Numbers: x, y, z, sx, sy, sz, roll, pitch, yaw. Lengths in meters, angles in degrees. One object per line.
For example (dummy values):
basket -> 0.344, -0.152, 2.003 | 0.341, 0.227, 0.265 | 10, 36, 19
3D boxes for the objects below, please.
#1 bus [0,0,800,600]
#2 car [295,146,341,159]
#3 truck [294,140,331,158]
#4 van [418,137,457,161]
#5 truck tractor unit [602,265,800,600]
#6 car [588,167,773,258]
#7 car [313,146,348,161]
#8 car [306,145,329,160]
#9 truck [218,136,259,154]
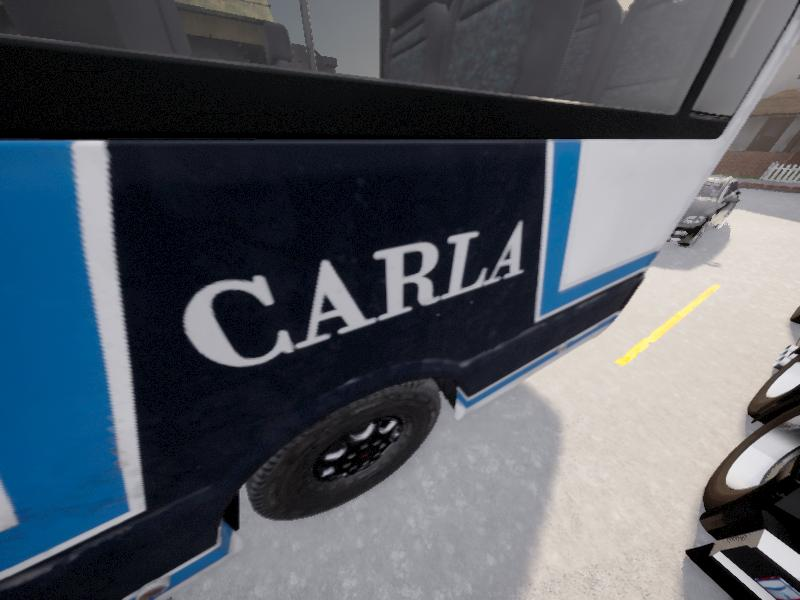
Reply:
bus -> -2.768, -0.331, 0.732 | 10.273, 4.253, 3.944 | -17, 39, -23
car -> -11.112, -20.102, 31.423 | 5.357, 1.415, 2.033 | -18, 39, -24
truck -> -12.912, -22.383, 34.138 | 4.478, 2.038, 2.069 | -18, 39, -24
van -> 4.989, -20.990, 31.950 | 1.988, 2.561, 5.915 | -18, 39, -24
truck tractor unit -> 5.111, -0.301, 0.780 | 6.516, 4.208, 3.053 | -18, 39, -24
car -> 8.305, -2.869, 6.855 | 4.902, 1.511, 2.128 | -20, 40, -26
car -> -8.455, -17.930, 28.215 | 3.633, 1.501, 1.845 | -18, 39, -24
car -> -11.139, -20.003, 31.156 | 1.789, 1.547, 3.705 | -18, 39, -24
truck -> -27.972, -26.832, 40.136 | 5.204, 2.467, 2.627 | -17, 38, -25
